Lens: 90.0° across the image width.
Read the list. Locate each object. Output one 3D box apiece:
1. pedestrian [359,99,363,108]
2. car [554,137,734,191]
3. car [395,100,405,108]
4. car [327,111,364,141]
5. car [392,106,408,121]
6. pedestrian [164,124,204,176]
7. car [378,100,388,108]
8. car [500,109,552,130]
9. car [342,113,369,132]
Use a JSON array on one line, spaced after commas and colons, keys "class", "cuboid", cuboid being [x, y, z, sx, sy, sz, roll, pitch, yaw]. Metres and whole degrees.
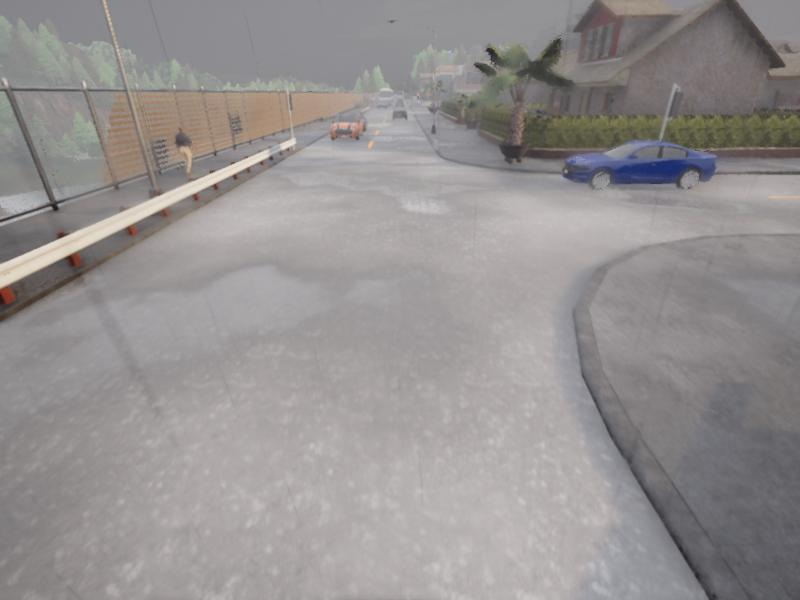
[{"class": "pedestrian", "cuboid": [-9.041, -45.357, 92.225, 0.751, 1.860, 0.751, 0, 27, 1]}, {"class": "car", "cuboid": [8.493, -4.898, 14.328, 5.008, 1.535, 1.882, 0, 27, 0]}, {"class": "car", "cuboid": [-0.008, -45.829, 93.553, 2.242, 1.667, 4.611, 0, 27, 0]}, {"class": "car", "cuboid": [-3.976, -13.167, 30.168, 2.097, 1.767, 4.553, 0, 27, 0]}, {"class": "car", "cuboid": [-0.010, -23.923, 51.257, 1.882, 1.535, 5.008, 0, 27, 0]}, {"class": "pedestrian", "cuboid": [-8.488, -5.924, 15.817, 0.751, 1.860, 0.751, 0, 27, 1]}, {"class": "car", "cuboid": [-4.008, -46.442, 94.820, 2.033, 1.649, 4.856, 0, 27, 0]}, {"class": "car", "cuboid": [10.550, -15.214, 33.633, 3.633, 1.501, 1.845, -1, 27, -2]}, {"class": "car", "cuboid": [-4.013, -16.342, 36.785, 1.994, 1.385, 4.181, 0, 27, 0]}]
